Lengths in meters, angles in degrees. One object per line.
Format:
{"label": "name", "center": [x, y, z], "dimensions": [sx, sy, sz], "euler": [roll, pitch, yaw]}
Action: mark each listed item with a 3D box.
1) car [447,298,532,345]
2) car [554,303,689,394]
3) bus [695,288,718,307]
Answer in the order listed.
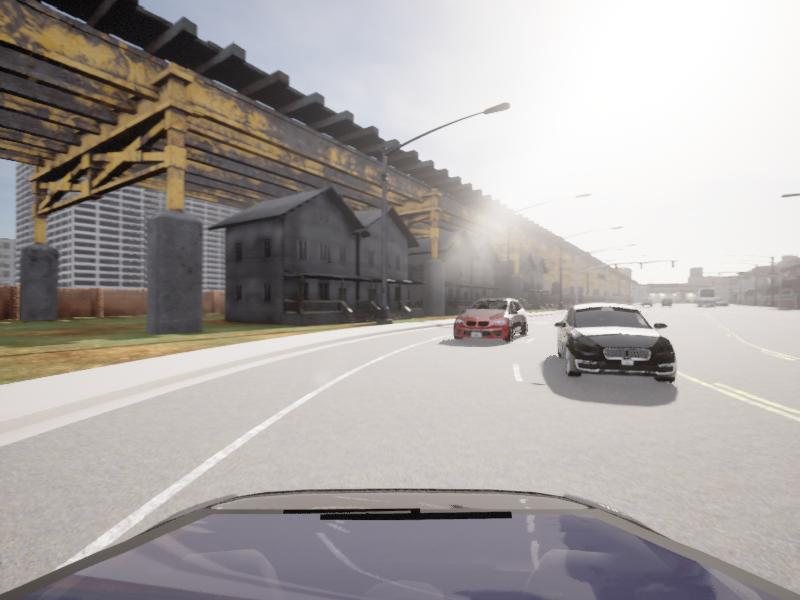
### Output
{"label": "car", "center": [3.858, 0.753, 16.524], "dimensions": [2.242, 1.667, 4.611], "euler": [0, 0, 28]}
{"label": "car", "center": [4.753, 0.846, 9.366], "dimensions": [1.837, 1.490, 4.892], "euler": [0, 0, 18]}
{"label": "bus", "center": [72.327, -0.497, 94.588], "dimensions": [3.944, 4.253, 10.273], "euler": [0, 0, 36]}
